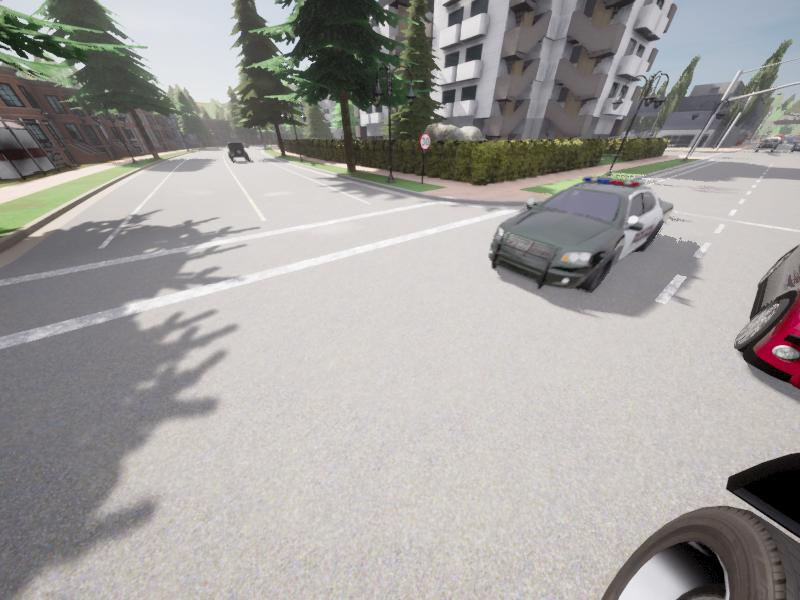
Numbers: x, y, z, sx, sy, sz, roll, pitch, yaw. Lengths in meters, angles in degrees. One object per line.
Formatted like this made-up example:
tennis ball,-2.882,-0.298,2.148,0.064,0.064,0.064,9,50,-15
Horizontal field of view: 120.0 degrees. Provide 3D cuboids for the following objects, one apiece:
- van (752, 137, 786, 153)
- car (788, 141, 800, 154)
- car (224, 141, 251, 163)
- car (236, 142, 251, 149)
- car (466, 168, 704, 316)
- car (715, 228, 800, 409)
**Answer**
van,59.015,-24.814,36.971,4.480,2.038,2.069,-23,41,-28
car,62.765,-23.667,35.801,4.792,1.488,2.163,-23,41,-28
car,-18.879,-17.224,26.786,1.905,1.878,3.866,-20,40,-26
car,-39.396,-39.018,58.283,2.033,1.411,5.357,-13,37,-17
car,4.022,-1.703,4.980,4.974,1.542,2.038,-23,41,-28
car,5.839,0.058,2.531,3.806,1.475,1.970,-22,41,-28
